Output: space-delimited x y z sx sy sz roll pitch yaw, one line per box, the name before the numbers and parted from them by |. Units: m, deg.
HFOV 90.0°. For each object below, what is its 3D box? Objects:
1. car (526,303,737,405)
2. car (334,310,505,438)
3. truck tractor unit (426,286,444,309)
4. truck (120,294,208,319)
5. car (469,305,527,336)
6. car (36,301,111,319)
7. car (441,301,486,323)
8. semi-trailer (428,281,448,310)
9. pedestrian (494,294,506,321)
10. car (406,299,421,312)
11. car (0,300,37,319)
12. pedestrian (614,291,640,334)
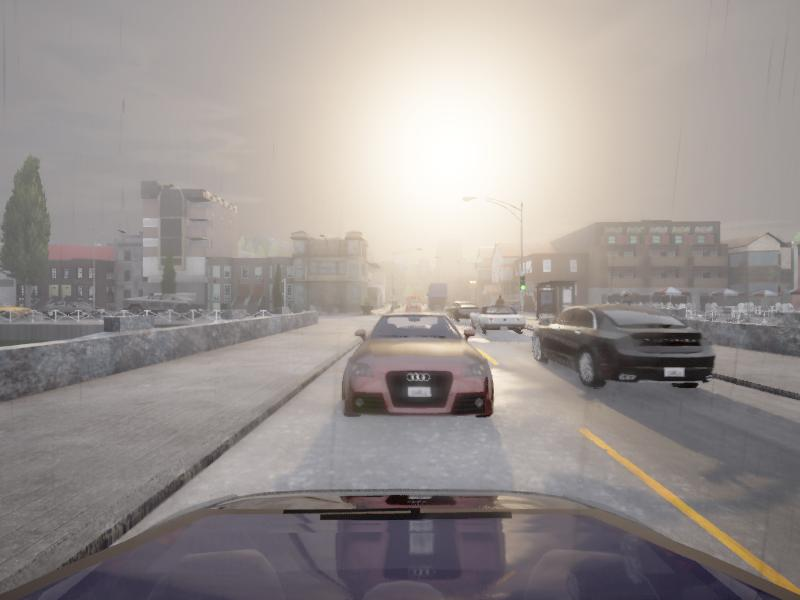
car | 4.324 0.846 8.598 1.837 1.490 4.892 0 0 2
car | 0.239 0.907 6.749 1.994 1.385 4.181 0 0 0
truck tractor unit | 6.552 -0.522 75.541 3.053 4.208 6.516 0 0 2
truck | -20.415 0.542 34.832 6.274 2.098 2.390 0 0 2
car | 4.700 0.944 19.937 1.895 1.301 4.718 0 0 2
car | -28.550 0.836 35.105 4.902 1.511 2.128 0 0 2
car | 4.584 0.837 29.851 2.128 1.511 4.902 0 0 -6
semi-trailer | 6.200 -0.617 67.636 2.717 4.402 14.254 0 0 3
pedestrian | 7.233 0.533 28.901 0.751 1.860 0.751 0 0 19
car | 1.929 0.694 56.940 2.097 1.767 4.553 0 0 2
car | -35.539 0.801 35.340 5.366 1.575 1.801 0 0 2
pedestrian | 9.878 0.533 17.427 0.751 1.860 0.751 0 0 2
